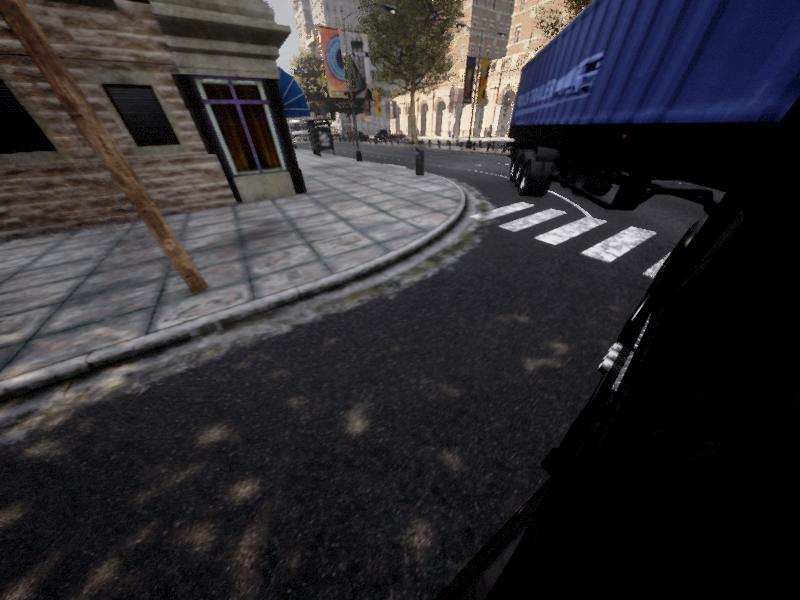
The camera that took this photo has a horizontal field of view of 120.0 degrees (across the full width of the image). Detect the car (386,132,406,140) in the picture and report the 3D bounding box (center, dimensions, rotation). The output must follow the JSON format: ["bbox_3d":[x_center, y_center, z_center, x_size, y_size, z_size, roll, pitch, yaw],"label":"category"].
[{"bbox_3d":[-0.867,-34.781,48.949,1.895,1.301,4.718,-22,41,-25],"label":"car"}]

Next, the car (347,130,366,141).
[{"bbox_3d":[-9.386,-35.258,49.551,1.932,1.855,4.605,-22,41,-25],"label":"car"}]

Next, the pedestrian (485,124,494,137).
[{"bbox_3d":[15.910,-30.068,41.034,0.751,1.860,0.751,-22,41,-25],"label":"pedestrian"}]

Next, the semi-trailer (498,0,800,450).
[{"bbox_3d":[5.365,-4.714,5.911,2.717,4.402,14.254,7,38,10],"label":"semi-trailer"}]

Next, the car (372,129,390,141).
[{"bbox_3d":[-3.966,-34.220,47.874,1.905,1.878,3.866,-22,41,-25],"label":"car"}]

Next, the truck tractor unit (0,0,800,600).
[{"bbox_3d":[2.645,-0.295,0.351,6.516,4.208,3.053,-28,44,-30],"label":"truck tractor unit"}]
